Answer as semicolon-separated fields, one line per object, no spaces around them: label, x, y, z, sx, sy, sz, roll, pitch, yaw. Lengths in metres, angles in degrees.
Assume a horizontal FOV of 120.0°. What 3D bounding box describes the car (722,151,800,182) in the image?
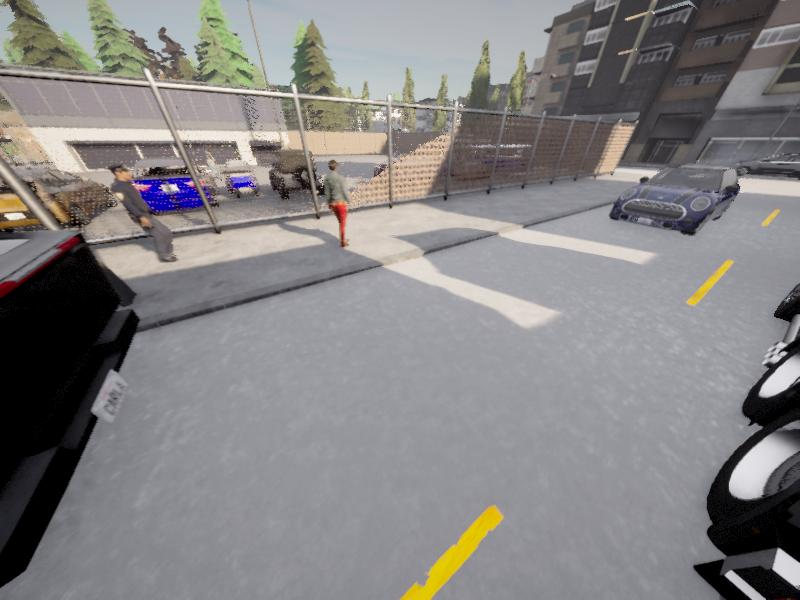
car;27.946;-9.860;16.928;2.242;1.667;4.611;-20;40;-26

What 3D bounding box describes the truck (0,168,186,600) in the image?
truck;-4.781;1.363;0.178;6.274;2.098;2.390;-20;39;-26

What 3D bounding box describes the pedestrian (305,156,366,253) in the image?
pedestrian;-1.365;-2.127;5.209;0.751;1.860;0.751;16;38;21

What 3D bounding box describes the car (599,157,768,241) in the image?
car;9.234;-3.531;7.585;4.553;1.767;2.097;-20;39;-26

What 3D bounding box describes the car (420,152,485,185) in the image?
car;3.352;-8.538;14.845;3.705;1.547;1.789;-20;39;-26

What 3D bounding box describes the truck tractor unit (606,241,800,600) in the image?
truck tractor unit;5.068;-0.341;0.834;6.516;4.208;3.053;-20;40;-26

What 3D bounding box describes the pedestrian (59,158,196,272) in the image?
pedestrian;-4.920;-1.584;4.403;0.751;1.860;0.751;-12;37;-17
